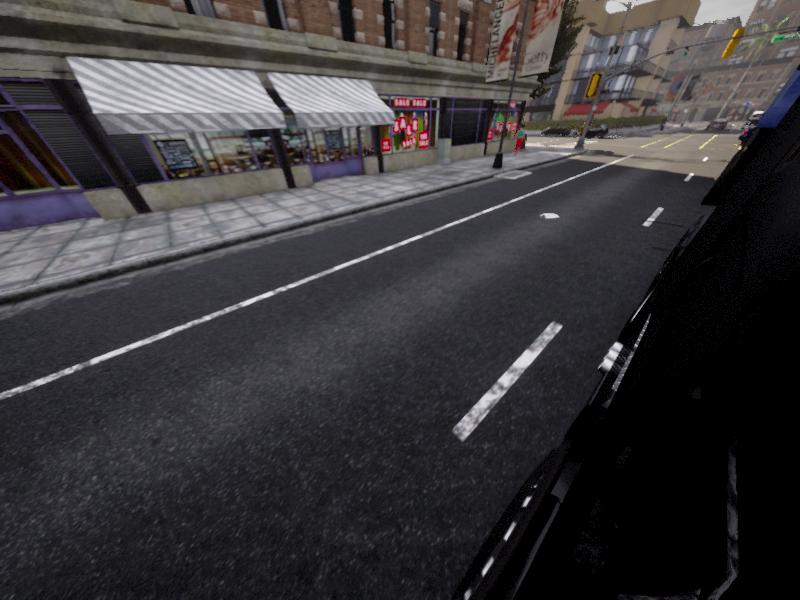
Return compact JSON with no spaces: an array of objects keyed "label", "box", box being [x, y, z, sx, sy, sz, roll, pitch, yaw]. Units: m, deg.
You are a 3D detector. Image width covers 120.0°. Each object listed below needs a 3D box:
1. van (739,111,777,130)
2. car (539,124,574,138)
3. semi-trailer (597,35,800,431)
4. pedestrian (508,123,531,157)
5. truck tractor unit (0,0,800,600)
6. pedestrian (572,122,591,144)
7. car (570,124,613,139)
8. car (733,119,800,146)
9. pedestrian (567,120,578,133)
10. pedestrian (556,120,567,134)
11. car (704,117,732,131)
[{"label":"van","box":[50.478,-25.400,32.689,4.480,2.038,2.069,-29,44,-30]},{"label":"car","box":[23.610,-25.620,35.042,1.789,1.549,3.705,-29,44,-30]},{"label":"semi-trailer","box":[8.744,-3.572,4.185,14.254,4.402,2.717,-28,43,-29]},{"label":"pedestrian","box":[8.342,-11.138,16.130,0.751,1.860,0.751,-29,44,-31]},{"label":"truck tractor unit","box":[2.645,-0.295,0.351,6.516,4.208,3.053,-28,44,-30]},{"label":"pedestrian","box":[19.327,-17.813,24.604,0.751,1.860,0.751,-26,43,-28]},{"label":"car","box":[24.494,-21.602,29.652,1.845,1.501,3.633,-26,43,-28]},{"label":"car","box":[28.640,-12.638,17.435,1.789,1.549,3.705,-29,44,-30]},{"label":"pedestrian","box":[30.101,-30.258,40.272,0.751,1.860,0.751,-31,45,-32]},{"label":"pedestrian","box":[26.983,-28.879,38.627,0.751,1.860,0.751,25,45,32]},{"label":"car","box":[48.679,-26.946,35.358,4.674,1.442,1.812,-28,44,-30]}]
